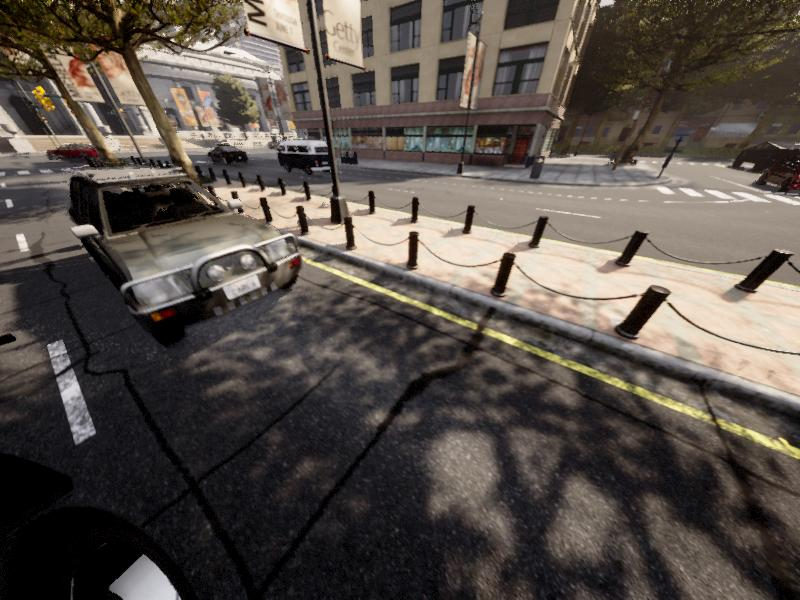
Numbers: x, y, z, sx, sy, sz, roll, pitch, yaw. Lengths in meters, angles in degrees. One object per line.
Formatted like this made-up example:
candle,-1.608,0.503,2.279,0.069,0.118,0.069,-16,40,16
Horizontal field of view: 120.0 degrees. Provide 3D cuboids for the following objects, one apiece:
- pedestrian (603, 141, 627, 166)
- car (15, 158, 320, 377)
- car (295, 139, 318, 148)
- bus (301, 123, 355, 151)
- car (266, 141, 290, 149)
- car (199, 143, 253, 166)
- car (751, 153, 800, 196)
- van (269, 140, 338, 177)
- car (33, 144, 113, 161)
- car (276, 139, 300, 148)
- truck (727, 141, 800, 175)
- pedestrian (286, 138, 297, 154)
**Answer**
pedestrian,19.740,-13.489,21.269,0.751,1.860,0.751,-20,40,-26
car,-3.795,-1.113,3.827,4.605,1.855,1.932,22,41,28
car,-22.096,-37.218,54.894,1.932,1.855,4.605,22,41,28
bus,-14.570,-33.918,48.207,3.944,4.253,10.273,22,41,28
car,-26.356,-33.546,49.970,1.970,1.475,3.806,22,41,28
car,-17.139,-14.383,22.750,5.238,1.638,1.930,22,41,28
car,21.153,-6.575,11.999,1.851,1.617,3.988,24,42,29
van,-7.038,-10.514,16.998,4.480,2.038,2.069,22,41,27
car,-36.255,-16.539,25.802,4.792,1.488,2.163,-5,35,-7
car,-23.362,-32.754,48.300,1.851,1.617,3.988,22,41,28
truck,32.004,-12.332,19.821,2.390,2.098,6.274,21,40,27
pedestrian,-15.712,-22.261,33.439,0.751,1.860,0.751,24,42,30
